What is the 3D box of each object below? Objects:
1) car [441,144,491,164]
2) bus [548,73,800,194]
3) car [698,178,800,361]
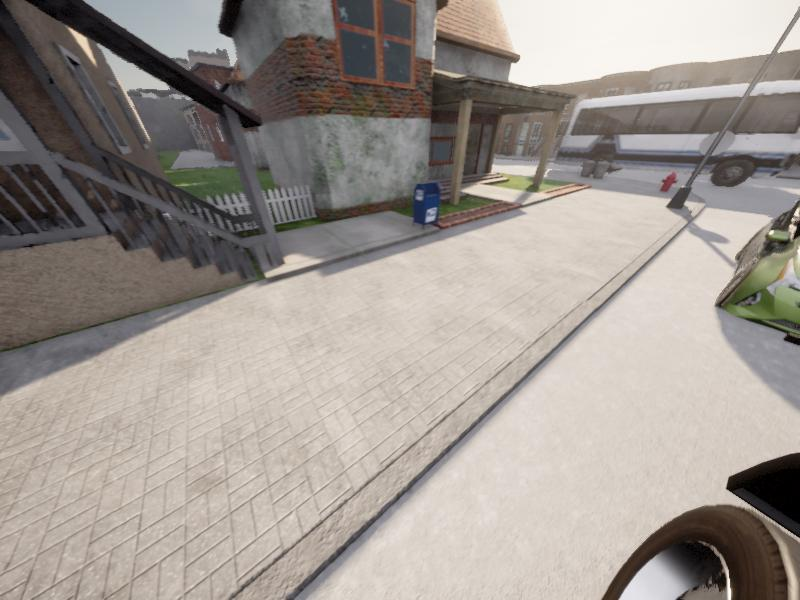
[{"bbox_3d":[6.767,-15.411,24.323,1.837,1.490,4.892,-23,41,-29],"label":"car"},{"bbox_3d":[15.775,-9.687,13.770,3.944,4.253,10.273,-23,41,-29],"label":"bus"},{"bbox_3d":[6.752,-0.610,3.377,4.514,1.525,2.007,-24,41,-29],"label":"car"}]
